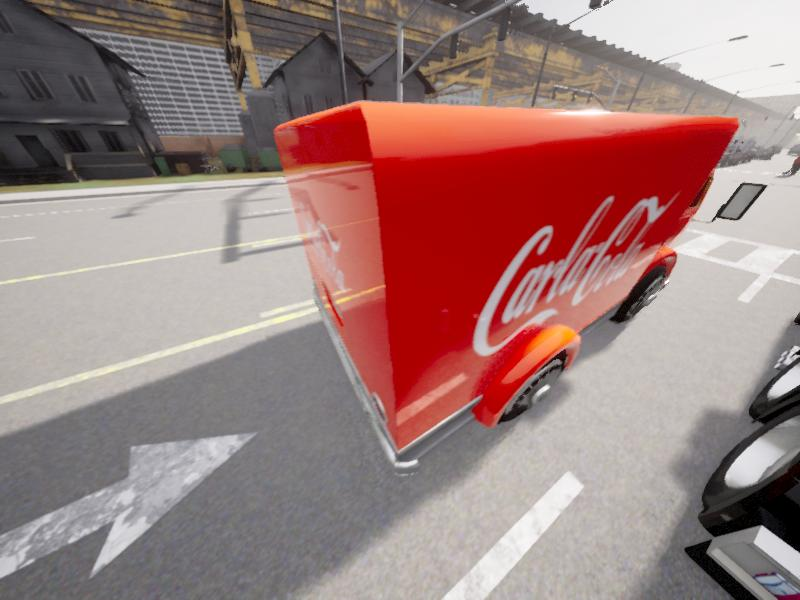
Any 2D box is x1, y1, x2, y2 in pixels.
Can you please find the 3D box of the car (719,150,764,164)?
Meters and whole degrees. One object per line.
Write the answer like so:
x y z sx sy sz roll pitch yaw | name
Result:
44.080 -18.515 29.824 5.357 1.411 2.033 -18 39 -24 | car

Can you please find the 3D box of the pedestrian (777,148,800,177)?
31.242 -10.763 18.105 0.751 1.860 0.751 -4 35 -6 | pedestrian

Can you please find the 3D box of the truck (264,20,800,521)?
1.639 -0.764 2.982 5.204 2.467 2.627 -18 39 -23 | truck

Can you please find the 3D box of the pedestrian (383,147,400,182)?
-0.535 -8.676 14.813 0.751 1.860 0.751 -23 41 -29 | pedestrian

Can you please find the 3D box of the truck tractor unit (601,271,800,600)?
5.121 -0.290 0.772 6.516 4.208 3.053 -18 39 -24 | truck tractor unit

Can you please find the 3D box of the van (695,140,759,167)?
37.176 -16.725 26.282 6.366 2.431 2.351 -18 39 -24 | van

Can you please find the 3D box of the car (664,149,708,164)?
36.747 -18.463 29.682 5.357 1.411 2.033 -18 39 -24 | car

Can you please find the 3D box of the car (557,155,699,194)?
12.055 -6.885 12.587 5.238 1.638 1.930 0 35 0 | car

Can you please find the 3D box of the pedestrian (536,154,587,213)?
5.973 -4.333 8.625 0.751 1.860 0.751 -23 41 -29 | pedestrian
